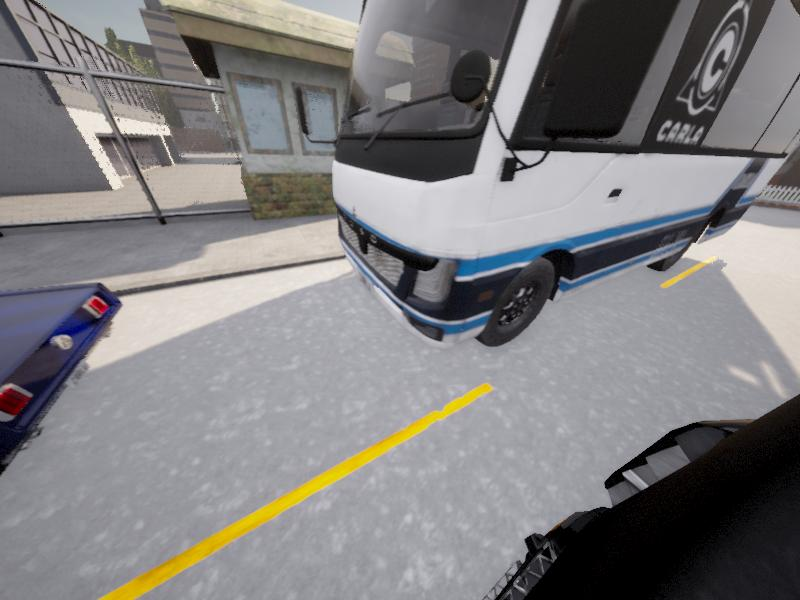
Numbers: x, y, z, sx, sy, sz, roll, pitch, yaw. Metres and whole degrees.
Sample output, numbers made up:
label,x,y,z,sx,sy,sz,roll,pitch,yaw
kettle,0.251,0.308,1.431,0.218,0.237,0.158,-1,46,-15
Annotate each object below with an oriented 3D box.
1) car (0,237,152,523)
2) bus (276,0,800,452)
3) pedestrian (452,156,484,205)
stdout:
label,x,y,z,sx,sy,sz,roll,pitch,yaw
car,-4.867,0.922,1.020,4.718,1.301,1.895,-14,37,-24
bus,3.879,-2.640,4.415,10.273,4.253,3.944,-15,38,-24
pedestrian,3.035,-5.371,10.426,0.751,1.860,0.751,-10,36,-19
